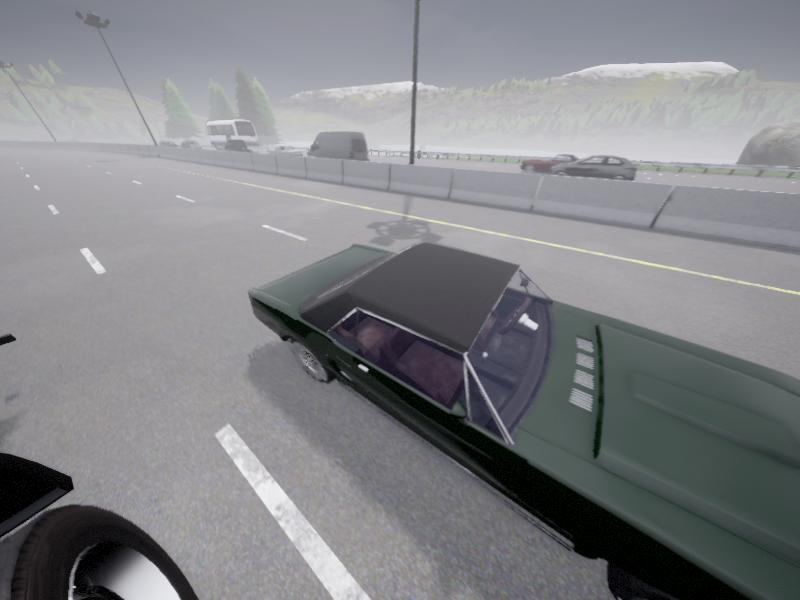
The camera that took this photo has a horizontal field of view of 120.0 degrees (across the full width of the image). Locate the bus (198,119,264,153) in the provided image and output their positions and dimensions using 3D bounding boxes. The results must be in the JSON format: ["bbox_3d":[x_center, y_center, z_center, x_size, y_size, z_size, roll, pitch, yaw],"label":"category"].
[{"bbox_3d":[-28.190,-27.264,38.568,10.273,4.253,3.944,21,40,27],"label":"bus"}]

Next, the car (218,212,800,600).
[{"bbox_3d":[0.663,0.410,2.205,4.718,1.301,1.895,22,41,28],"label":"car"}]

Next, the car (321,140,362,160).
[{"bbox_3d":[-6.985,-17.829,27.449,4.605,1.855,1.932,23,41,31],"label":"car"}]

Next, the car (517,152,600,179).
[{"bbox_3d":[11.502,-9.959,16.991,4.718,1.301,1.895,22,41,28],"label":"car"}]

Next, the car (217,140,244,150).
[{"bbox_3d":[-33.465,-30.534,45.555,4.514,1.525,2.007,18,39,23],"label":"car"}]

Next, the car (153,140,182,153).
[{"bbox_3d":[-37.951,-25.040,37.669,3.705,1.549,1.789,20,40,25],"label":"car"}]

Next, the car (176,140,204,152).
[{"bbox_3d":[-36.756,-27.001,40.419,3.988,1.617,1.851,18,39,23],"label":"car"}]

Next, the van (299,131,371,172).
[{"bbox_3d":[-5.417,-12.470,19.311,5.915,2.561,1.988,22,41,28],"label":"van"}]

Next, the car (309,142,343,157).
[{"bbox_3d":[-10.591,-21.576,33.040,4.514,1.525,2.007,22,41,28],"label":"car"}]

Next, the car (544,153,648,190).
[{"bbox_3d":[11.230,-7.673,13.596,4.193,1.474,1.816,22,41,28],"label":"car"}]

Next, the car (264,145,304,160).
[{"bbox_3d":[-14.114,-17.991,28.129,4.718,1.301,1.895,22,41,28],"label":"car"}]

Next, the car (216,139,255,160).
[{"bbox_3d":[-19.677,-18.048,27.642,3.866,1.878,1.905,22,41,28],"label":"car"}]
